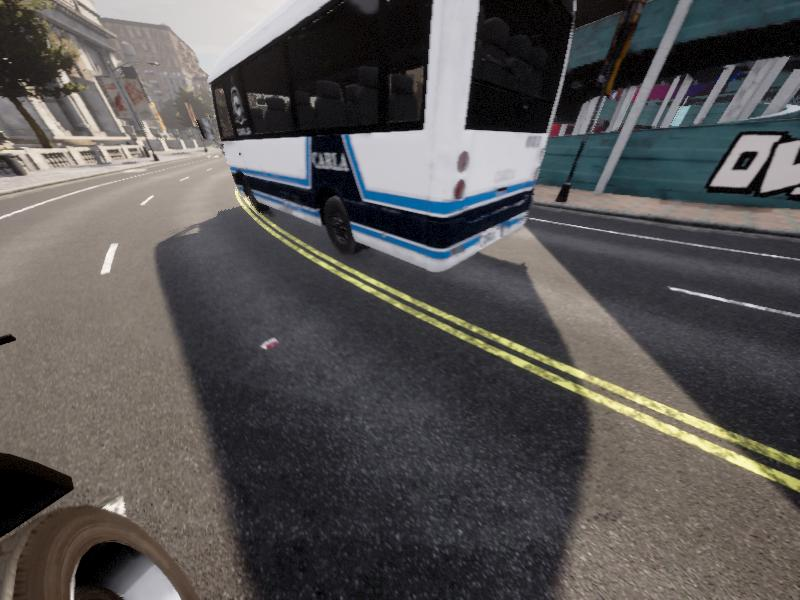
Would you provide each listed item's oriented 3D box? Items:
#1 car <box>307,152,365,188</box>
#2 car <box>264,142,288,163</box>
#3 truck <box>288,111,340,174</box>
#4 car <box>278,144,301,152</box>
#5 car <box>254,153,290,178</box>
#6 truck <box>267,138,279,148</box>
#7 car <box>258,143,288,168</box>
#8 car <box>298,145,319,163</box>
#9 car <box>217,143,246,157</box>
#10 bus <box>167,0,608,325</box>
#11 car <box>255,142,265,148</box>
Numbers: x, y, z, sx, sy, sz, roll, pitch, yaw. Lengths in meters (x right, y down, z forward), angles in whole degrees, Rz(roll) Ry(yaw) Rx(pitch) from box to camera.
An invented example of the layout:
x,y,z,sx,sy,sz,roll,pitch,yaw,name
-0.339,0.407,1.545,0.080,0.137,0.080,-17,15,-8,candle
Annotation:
x,y,z,sx,sy,sz,roll,pitch,yaw,name
-4.242,-8.525,14.891,2.038,1.542,4.974,-18,39,-25,car
-14.490,-17.367,27.163,1.905,1.878,3.866,-13,37,-18,car
-7.871,-13.970,20.674,2.891,3.827,8.468,-13,37,-19,truck
-24.074,-33.215,50.333,1.994,1.385,4.181,13,36,17,car
-9.939,-10.641,18.054,1.895,1.301,4.718,-14,37,-20,car
-39.360,-48.878,71.714,2.627,2.467,5.204,-12,37,-18,truck
-12.328,-14.233,22.676,1.905,1.878,3.866,-12,37,-18,car
-11.275,-17.984,28.381,1.801,1.575,5.366,-12,37,-18,car
-25.800,-23.171,35.541,2.242,1.667,4.611,-10,36,-15,car
-1.934,-4.196,6.278,10.273,4.253,3.944,29,44,36,bus
-41.725,-46.451,69.043,1.970,1.475,3.806,-12,37,-18,car
